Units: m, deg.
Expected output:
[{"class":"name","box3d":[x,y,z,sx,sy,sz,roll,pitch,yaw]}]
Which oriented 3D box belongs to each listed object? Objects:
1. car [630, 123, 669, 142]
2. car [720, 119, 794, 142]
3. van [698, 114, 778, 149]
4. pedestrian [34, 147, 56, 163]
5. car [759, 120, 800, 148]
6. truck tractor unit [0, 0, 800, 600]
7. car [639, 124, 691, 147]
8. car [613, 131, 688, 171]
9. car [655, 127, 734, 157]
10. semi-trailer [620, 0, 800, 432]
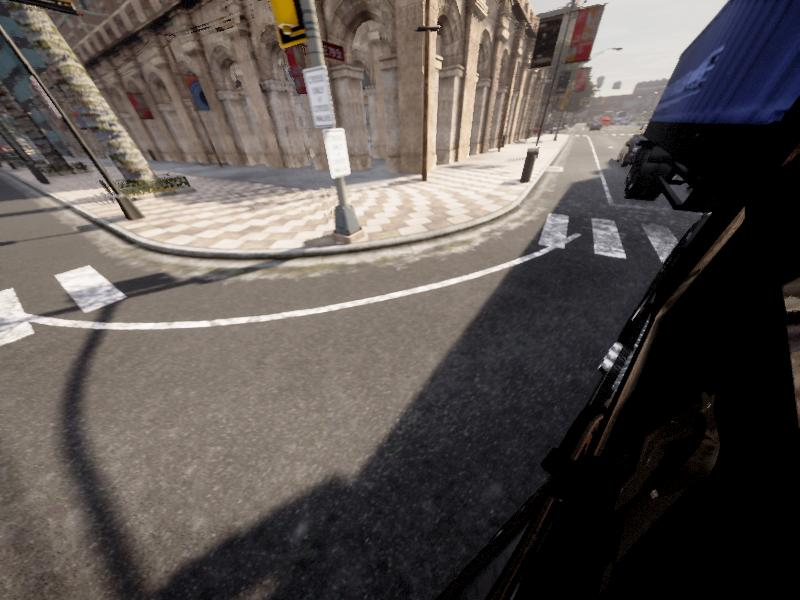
[{"class":"car","box3d":[28.555,-19.399,26.630,1.801,1.575,5.366,19,41,26]},{"class":"car","box3d":[33.051,-15.924,21.666,1.801,1.575,5.366,19,42,26]},{"class":"van","box3d":[26.247,-13.309,18.240,1.775,1.987,4.442,19,42,26]},{"class":"pedestrian","box3d":[-49.372,-20.209,32.139,0.751,1.860,0.751,21,43,29]},{"class":"car","box3d":[29.337,-12.237,16.963,1.789,1.549,3.705,19,42,26]},{"class":"truck tractor unit","box3d":[2.645,-0.295,0.351,6.516,4.208,3.053,-28,44,-30]},{"class":"car","box3d":[24.800,-15.643,21.854,2.038,1.542,4.974,19,42,26]},{"class":"car","box3d":[13.224,-8.159,12.519,1.845,1.501,3.633,19,42,26]},{"class":"car","box3d":[20.459,-11.304,16.407,2.033,1.411,5.357,19,42,26]},{"class":"semi-trailer","box3d":[7.714,-4.124,5.014,2.717,4.402,14.254,23,44,30]}]
